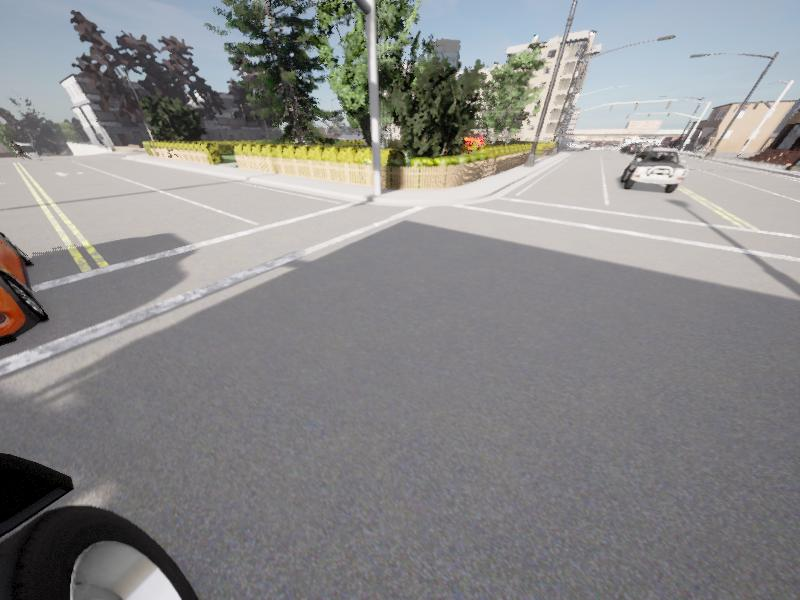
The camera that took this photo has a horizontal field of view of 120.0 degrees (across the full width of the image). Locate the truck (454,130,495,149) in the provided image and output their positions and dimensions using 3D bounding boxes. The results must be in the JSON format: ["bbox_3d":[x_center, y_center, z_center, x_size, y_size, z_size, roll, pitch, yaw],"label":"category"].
[{"bbox_3d":[18.241,-39.731,57.158,8.468,3.827,2.891,23,41,29],"label":"truck"}]

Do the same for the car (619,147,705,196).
[{"bbox_3d":[13.755,-7.139,12.531,1.932,1.855,4.605,22,41,28],"label":"car"}]

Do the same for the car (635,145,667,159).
[{"bbox_3d":[35.340,-21.001,32.694,2.038,1.542,4.974,22,41,28],"label":"car"}]

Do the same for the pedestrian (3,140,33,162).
[{"bbox_3d":[-39.316,-15.413,23.835,0.751,1.860,0.751,26,42,31],"label":"pedestrian"}]

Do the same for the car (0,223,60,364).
[{"bbox_3d":[-6.983,-0.435,2.918,4.553,1.767,2.097,22,41,28],"label":"car"}]

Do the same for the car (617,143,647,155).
[{"bbox_3d":[40.542,-26.535,40.508,1.851,1.617,3.988,10,37,13],"label":"car"}]

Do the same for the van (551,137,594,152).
[{"bbox_3d":[35.267,-31.998,47.521,6.366,2.431,2.351,15,38,19],"label":"van"}]

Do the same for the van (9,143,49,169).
[{"bbox_3d":[-58.731,-22.834,36.716,5.915,2.561,1.988,12,35,35],"label":"van"}]

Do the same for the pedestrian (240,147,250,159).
[{"bbox_3d":[-17.838,-16.943,26.583,0.500,1.100,0.500,-13,37,-18],"label":"pedestrian"}]

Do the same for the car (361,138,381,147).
[{"bbox_3d":[-8.305,-44.947,65.913,2.150,2.045,5.566,28,43,33],"label":"car"}]
